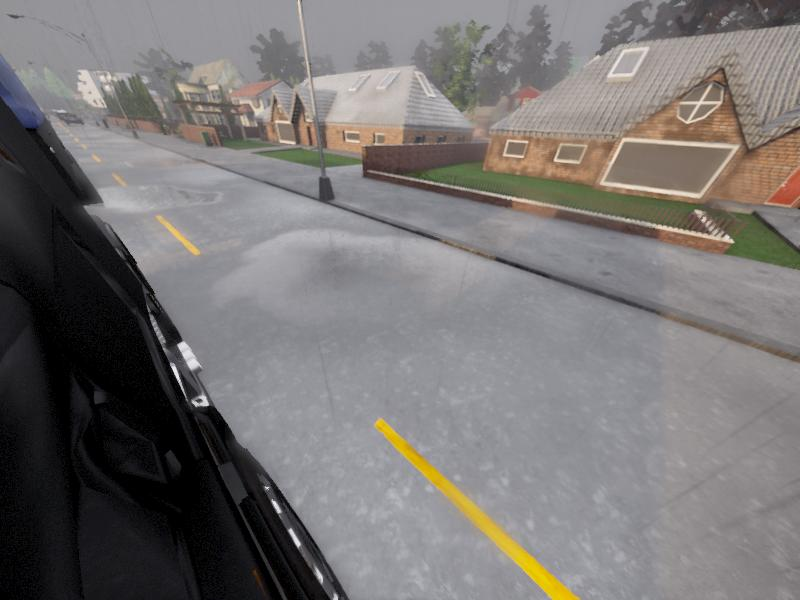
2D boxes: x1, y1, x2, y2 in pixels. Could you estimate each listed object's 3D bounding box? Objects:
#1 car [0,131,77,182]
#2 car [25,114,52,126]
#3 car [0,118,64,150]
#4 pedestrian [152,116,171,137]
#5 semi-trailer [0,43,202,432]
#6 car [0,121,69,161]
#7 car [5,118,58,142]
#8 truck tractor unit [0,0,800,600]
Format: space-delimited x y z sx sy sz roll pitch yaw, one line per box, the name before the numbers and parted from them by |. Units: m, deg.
car | -15.666 -6.101 9.622 4.181 1.385 1.994 28 44 30
car | -60.216 -30.033 38.506 4.181 1.385 1.994 28 44 30
car | -26.069 -11.763 16.316 4.514 1.525 2.007 28 44 30
pedestrian | -27.502 -19.977 26.665 0.751 1.860 0.751 28 44 30
semi-trailer | -8.692 -3.620 4.218 14.254 4.402 2.717 28 44 30
car | -20.929 -9.003 12.982 4.514 1.525 2.007 28 44 30
car | -31.235 -14.515 19.681 4.193 1.474 1.816 28 44 30
truck tractor unit | -2.645 -0.295 0.351 6.516 4.208 3.053 28 44 30
